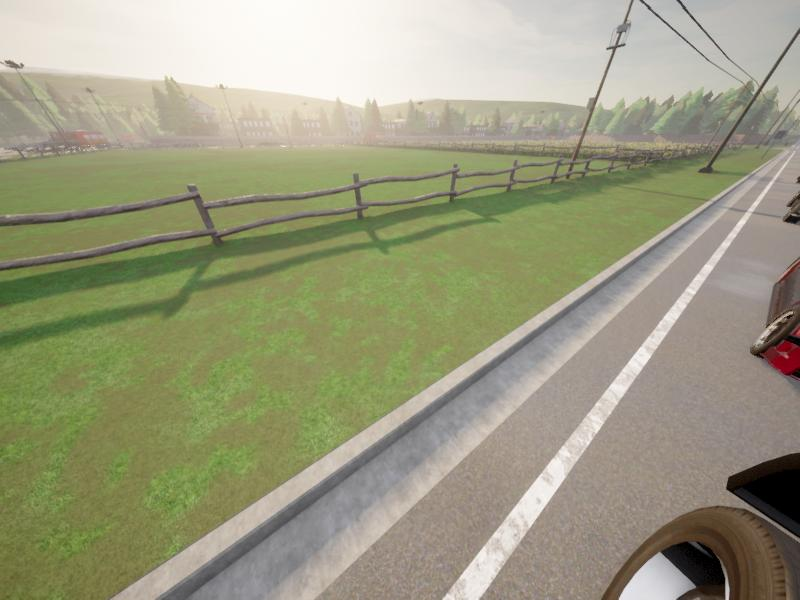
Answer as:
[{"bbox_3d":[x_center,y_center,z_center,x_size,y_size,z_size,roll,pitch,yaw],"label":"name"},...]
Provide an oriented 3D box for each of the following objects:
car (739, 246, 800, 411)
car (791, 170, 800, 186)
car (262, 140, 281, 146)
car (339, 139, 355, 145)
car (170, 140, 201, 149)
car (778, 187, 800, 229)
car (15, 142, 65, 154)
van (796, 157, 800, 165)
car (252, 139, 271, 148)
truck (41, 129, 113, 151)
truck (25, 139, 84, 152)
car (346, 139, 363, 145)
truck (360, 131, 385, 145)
[{"bbox_3d":[6.095,0.149,2.510,4.181,1.385,1.994,-22,41,-28],"label":"car"},{"bbox_3d":[24.391,-7.303,12.851,4.792,1.488,2.163,-22,41,-28],"label":"car"},{"bbox_3d":[-39.563,-48.307,71.179,4.792,1.488,2.163,-22,41,-28],"label":"car"},{"bbox_3d":[-18.714,-55.419,81.102,5.008,1.535,1.882,-22,41,-28],"label":"car"},{"bbox_3d":[-53.664,-39.017,57.951,5.238,1.638,1.930,-22,41,-28],"label":"car"},{"bbox_3d":[14.329,-3.291,7.095,5.027,1.651,2.152,-22,41,-28],"label":"car"},{"bbox_3d":[-65.475,-27.794,42.208,2.242,1.667,4.611,-7,36,-9],"label":"car"},{"bbox_3d":[41.240,-14.501,22.145,6.366,2.431,2.351,-22,41,-28],"label":"van"},{"bbox_3d":[-37.988,-42.933,63.225,3.866,1.878,1.905,-22,41,-28],"label":"car"},{"bbox_3d":[-72.589,-36.286,52.270,2.891,3.827,8.468,20,40,26],"label":"truck"},{"bbox_3d":[-71.587,-32.267,48.074,2.390,2.098,6.274,10,37,14],"label":"truck"},{"bbox_3d":[-15.622,-54.206,79.365,5.366,1.575,1.801,-22,41,-28],"label":"car"},{"bbox_3d":[-10.171,-59.782,85.249,8.468,3.827,2.891,-22,41,-28],"label":"truck"}]
